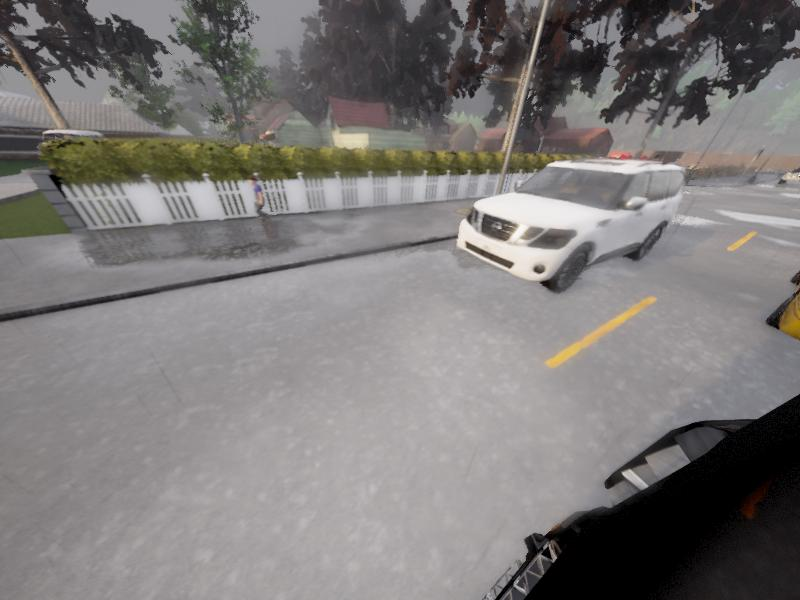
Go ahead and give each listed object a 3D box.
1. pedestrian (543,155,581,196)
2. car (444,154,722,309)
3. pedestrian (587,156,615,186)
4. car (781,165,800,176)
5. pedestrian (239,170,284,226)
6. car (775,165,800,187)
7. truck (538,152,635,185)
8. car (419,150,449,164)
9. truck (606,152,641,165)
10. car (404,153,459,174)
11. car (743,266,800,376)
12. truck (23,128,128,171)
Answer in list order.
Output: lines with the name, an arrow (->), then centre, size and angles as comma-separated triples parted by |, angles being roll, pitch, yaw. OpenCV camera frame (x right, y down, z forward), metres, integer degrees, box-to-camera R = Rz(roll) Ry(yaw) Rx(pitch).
pedestrian -> 8.599, -6.619, 12.345 | 0.751, 1.860, 0.751 | -9, 35, -16
car -> 3.990, -1.938, 5.153 | 5.566, 2.045, 2.150 | -16, 38, -25
pedestrian -> 14.641, -9.410, 16.883 | 0.751, 1.860, 0.751 | 12, 35, 15
car -> 73.184, -23.375, 41.856 | 1.789, 1.549, 3.705 | -2, 34, -6
pedestrian -> -3.901, -2.907, 6.551 | 0.751, 1.300, 0.751 | -16, 38, -25
car -> 43.142, -13.370, 24.789 | 4.605, 1.855, 1.932 | -16, 38, -26
truck -> 16.816, -12.307, 21.373 | 2.390, 2.098, 6.274 | -16, 38, -26
car -> 5.447, -23.347, 37.607 | 1.801, 1.575, 5.366 | -16, 38, -26
truck -> 57.265, -36.276, 59.308 | 2.627, 2.467, 5.204 | -16, 38, -26
car -> 2.698, -11.665, 19.723 | 4.181, 1.381, 1.994 | -16, 38, -26
car -> 7.404, -0.197, 3.185 | 5.366, 1.575, 1.801 | -16, 38, -26
truck -> -20.390, -9.738, 14.941 | 2.069, 2.038, 4.478 | -16, 38, -26
